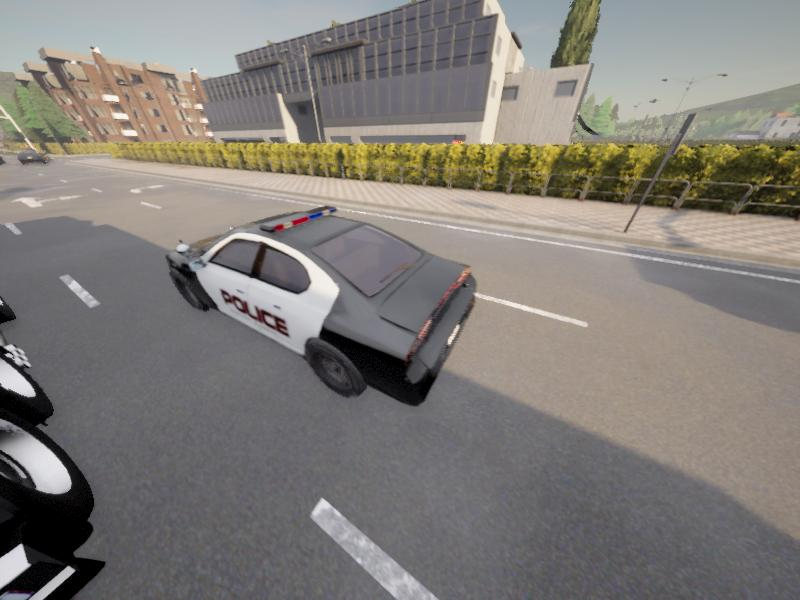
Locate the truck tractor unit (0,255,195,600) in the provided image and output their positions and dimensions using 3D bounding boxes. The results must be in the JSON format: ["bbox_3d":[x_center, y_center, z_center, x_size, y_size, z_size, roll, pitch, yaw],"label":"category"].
[{"bbox_3d":[-5.096,-0.315,0.801,6.516,4.208,3.053,19,39,25],"label":"truck tractor unit"}]

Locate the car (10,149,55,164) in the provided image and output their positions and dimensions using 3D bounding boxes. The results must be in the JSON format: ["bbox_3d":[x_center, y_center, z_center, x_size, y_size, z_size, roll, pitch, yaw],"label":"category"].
[{"bbox_3d":[-46.812,-18.371,29.551,1.994,1.385,4.181,-28,43,-33],"label":"car"}]

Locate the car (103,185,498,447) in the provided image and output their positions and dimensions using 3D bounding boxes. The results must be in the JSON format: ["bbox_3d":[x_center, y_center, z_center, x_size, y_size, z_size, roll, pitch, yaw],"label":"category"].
[{"bbox_3d":[-1.532,-0.510,3.400,4.974,1.542,2.038,18,39,24],"label":"car"}]

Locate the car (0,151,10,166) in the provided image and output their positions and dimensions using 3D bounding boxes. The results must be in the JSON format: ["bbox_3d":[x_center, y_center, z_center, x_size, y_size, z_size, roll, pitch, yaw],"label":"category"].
[{"bbox_3d":[-47.874,-16.413,26.487,4.611,1.667,2.242,28,44,34],"label":"car"}]
